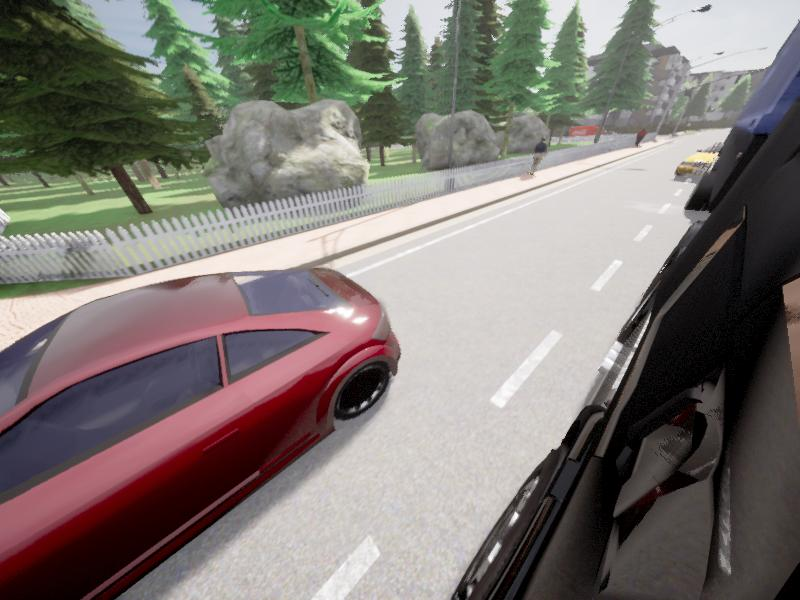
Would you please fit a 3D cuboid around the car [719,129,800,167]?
[{"bbox_3d":[21.154,-9.020,13.615,4.792,1.488,2.163,-28,41,-31],"label":"car"}]

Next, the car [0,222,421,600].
[{"bbox_3d":[-2.023,0.751,1.847,4.181,1.385,1.994,-28,41,-31],"label":"car"}]

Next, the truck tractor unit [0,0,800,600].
[{"bbox_3d":[2.645,-0.295,0.351,6.516,4.208,3.053,-28,44,-30],"label":"truck tractor unit"}]

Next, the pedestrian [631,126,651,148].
[{"bbox_3d":[25.365,-17.168,24.329,0.751,1.860,0.751,-28,41,-31],"label":"pedestrian"}]

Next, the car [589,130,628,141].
[{"bbox_3d":[39.408,-31.212,43.860,2.128,1.511,4.902,-27,41,-29],"label":"car"}]

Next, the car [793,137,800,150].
[{"bbox_3d":[32.091,-12.213,17.171,4.792,1.488,2.163,-28,41,-31],"label":"car"}]

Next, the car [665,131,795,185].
[{"bbox_3d":[15.358,-6.719,10.781,5.366,1.575,1.801,-19,38,-20],"label":"car"}]

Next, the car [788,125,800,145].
[{"bbox_3d":[37.272,-15.005,20.651,5.008,1.535,1.882,-28,41,-31],"label":"car"}]

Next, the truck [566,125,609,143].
[{"bbox_3d":[35.122,-31.244,43.477,2.627,2.467,5.204,-27,41,-30],"label":"truck"}]

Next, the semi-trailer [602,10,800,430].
[{"bbox_3d":[8.580,-3.619,4.430,14.254,4.402,2.717,-29,42,-32],"label":"semi-trailer"}]

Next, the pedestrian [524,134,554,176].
[{"bbox_3d":[7.553,-7.878,12.635,0.751,1.860,0.751,-29,42,-31],"label":"pedestrian"}]
